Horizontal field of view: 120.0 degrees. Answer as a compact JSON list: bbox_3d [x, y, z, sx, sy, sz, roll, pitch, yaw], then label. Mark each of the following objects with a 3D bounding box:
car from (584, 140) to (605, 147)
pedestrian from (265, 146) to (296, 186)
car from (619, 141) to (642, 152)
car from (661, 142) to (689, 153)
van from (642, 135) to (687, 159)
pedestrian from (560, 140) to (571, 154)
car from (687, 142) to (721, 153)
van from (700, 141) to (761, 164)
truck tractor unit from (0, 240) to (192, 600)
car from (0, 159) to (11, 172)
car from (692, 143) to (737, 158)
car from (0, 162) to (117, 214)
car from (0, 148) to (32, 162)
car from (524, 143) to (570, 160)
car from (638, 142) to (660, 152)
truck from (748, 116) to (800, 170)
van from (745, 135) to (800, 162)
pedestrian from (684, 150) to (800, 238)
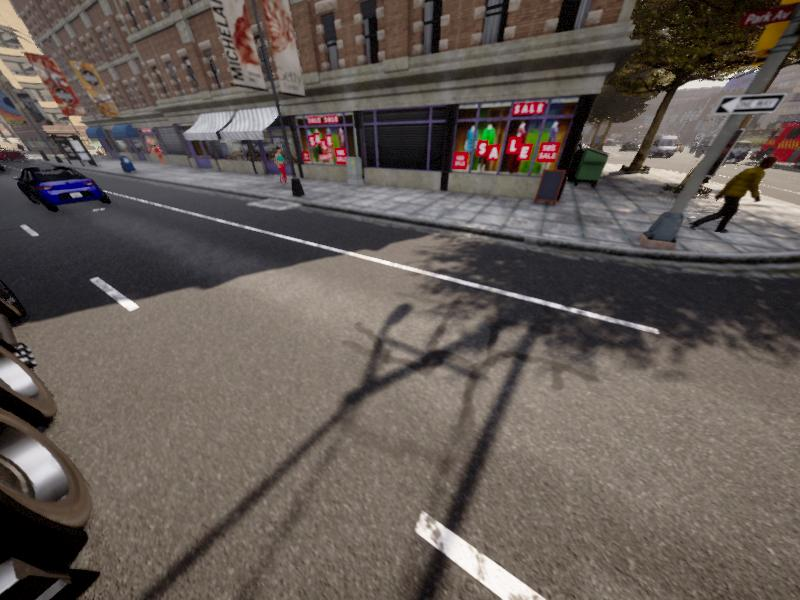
[{"bbox_3d":[63.711,-51.364,75.809,4.856,1.649,2.033,18,39,24],"label":"car"},{"bbox_3d":[-6.468,-7.304,12.606,0.751,1.860,0.751,9,36,14],"label":"pedestrian"},{"bbox_3d":[46.005,-30.730,46.194,2.097,1.767,4.553,18,39,24],"label":"car"},{"bbox_3d":[52.917,-29.515,44.608,1.801,1.575,5.366,18,39,24],"label":"car"},{"bbox_3d":[36.491,-21.357,32.151,1.988,2.561,5.915,18,39,24],"label":"van"},{"bbox_3d":[27.691,-25.628,38.645,0.751,1.860,0.751,3,35,4],"label":"pedestrian"},{"bbox_3d":[55.282,-27.890,42.169,1.930,1.638,5.238,18,39,24],"label":"car"},{"bbox_3d":[35.463,-16.030,24.994,1.775,1.987,4.442,18,39,24],"label":"van"},{"bbox_3d":[-5.068,-0.342,0.836,6.516,4.208,3.053,20,40,26],"label":"truck tractor unit"},{"bbox_3d":[-38.317,-12.583,21.049,4.514,1.525,2.007,18,39,24],"label":"car"},{"bbox_3d":[45.172,-21.687,33.341,1.930,1.638,5.238,18,39,24],"label":"car"},{"bbox_3d":[-14.626,-4.911,9.882,4.193,1.474,1.816,18,39,24],"label":"car"},{"bbox_3d":[-54.023,-19.944,31.725,1.789,1.549,3.705,-14,37,-17],"label":"car"},{"bbox_3d":[18.939,-19.186,29.837,4.553,1.767,2.097,20,39,27],"label":"car"},{"bbox_3d":[50.577,-31.204,47.064,1.851,1.617,3.988,18,39,24],"label":"car"},{"bbox_3d":[36.429,-13.697,20.025,2.891,3.827,8.468,18,39,24],"label":"truck"},{"bbox_3d":[45.000,-17.774,27.034,2.351,2.431,6.366,18,39,24],"label":"van"},{"bbox_3d":[8.431,-2.640,5.784,0.751,1.860,0.751,15,38,21],"label":"pedestrian"}]
